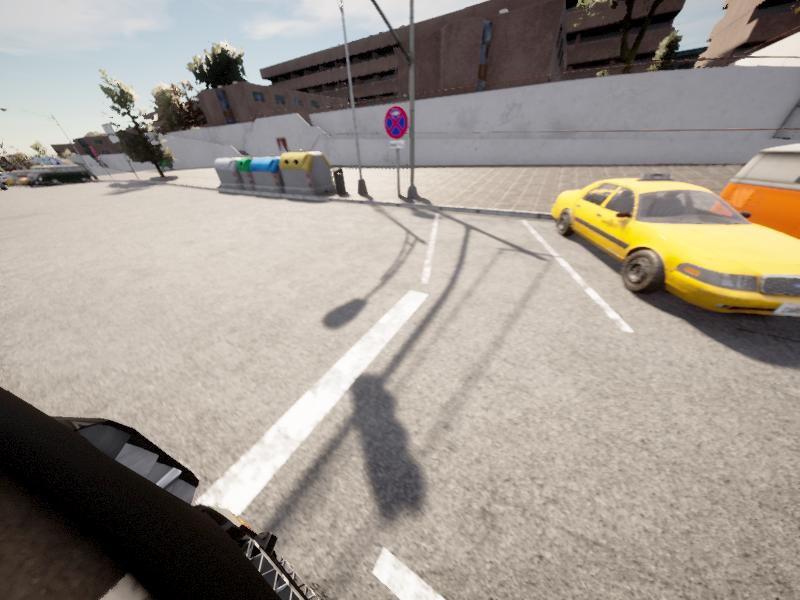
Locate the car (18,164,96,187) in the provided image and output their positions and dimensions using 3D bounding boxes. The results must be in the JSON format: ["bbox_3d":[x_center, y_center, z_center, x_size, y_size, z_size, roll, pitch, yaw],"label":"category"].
[{"bbox_3d":[-40.299,-14.796,27.388,1.878,1.987,4.442,3,33,10],"label":"car"}]

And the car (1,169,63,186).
[{"bbox_3d":[-58.304,-19.532,36.770,1.878,1.987,4.442,3,33,10],"label":"car"}]

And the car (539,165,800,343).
[{"bbox_3d":[4.920,-1.621,4.629,1.946,1.575,5.366,4,33,9],"label":"car"}]

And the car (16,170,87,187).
[{"bbox_3d":[-45.409,-15.989,30.309,2.002,1.452,4.674,3,33,10],"label":"car"}]

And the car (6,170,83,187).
[{"bbox_3d":[-48.016,-16.601,31.471,1.946,1.575,5.366,3,33,10],"label":"car"}]

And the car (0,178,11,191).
[{"bbox_3d":[-44.014,-12.472,24.637,3.633,1.501,1.845,15,37,27],"label":"car"}]

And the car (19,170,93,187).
[{"bbox_3d":[-42.844,-15.310,28.965,2.002,1.452,4.674,3,33,10],"label":"car"}]

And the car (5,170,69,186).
[{"bbox_3d":[-55.702,-18.850,35.606,2.185,1.767,4.553,3,33,10],"label":"car"}]

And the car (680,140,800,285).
[{"bbox_3d":[7.503,-1.109,3.260,1.878,1.987,4.442,4,33,9],"label":"car"}]
